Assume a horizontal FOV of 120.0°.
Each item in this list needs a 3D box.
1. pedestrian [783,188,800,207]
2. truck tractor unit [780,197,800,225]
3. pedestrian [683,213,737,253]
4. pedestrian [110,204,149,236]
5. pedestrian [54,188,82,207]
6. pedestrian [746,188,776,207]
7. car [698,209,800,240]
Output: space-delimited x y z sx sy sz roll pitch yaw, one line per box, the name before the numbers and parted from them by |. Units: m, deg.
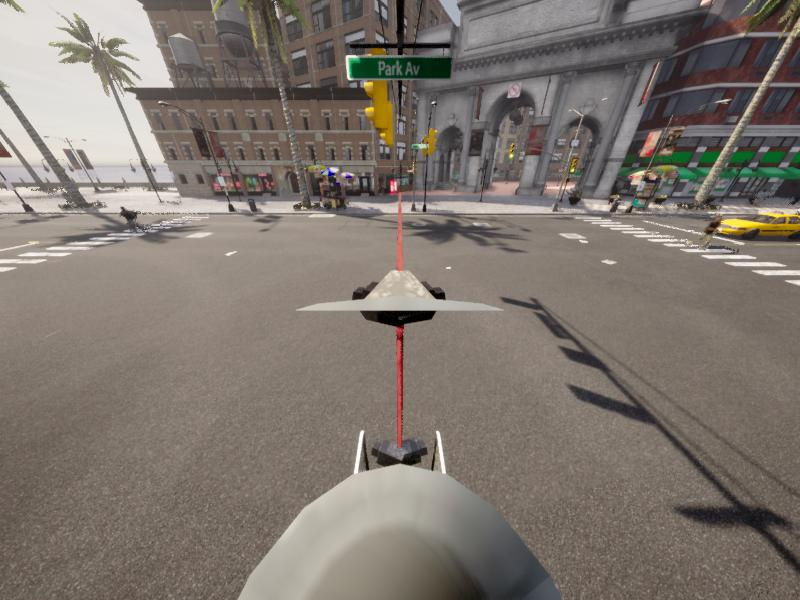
pedestrian | 43.119 -11.071 24.967 0.751 1.860 0.751 -1 30 -2
truck tractor unit | 34.704 -7.448 16.674 6.516 4.208 3.053 1 30 1
pedestrian | 16.299 -3.531 12.212 0.751 1.860 0.751 5 30 8
pedestrian | -17.841 -5.302 15.279 0.751 1.860 0.751 1 30 1
pedestrian | -36.096 -11.162 25.126 0.751 1.860 0.751 -6 30 -10
pedestrian | 39.155 -11.148 25.102 0.751 1.860 0.751 1 30 2
car | 23.422 -4.871 14.862 5.366 1.575 1.801 0 30 0
